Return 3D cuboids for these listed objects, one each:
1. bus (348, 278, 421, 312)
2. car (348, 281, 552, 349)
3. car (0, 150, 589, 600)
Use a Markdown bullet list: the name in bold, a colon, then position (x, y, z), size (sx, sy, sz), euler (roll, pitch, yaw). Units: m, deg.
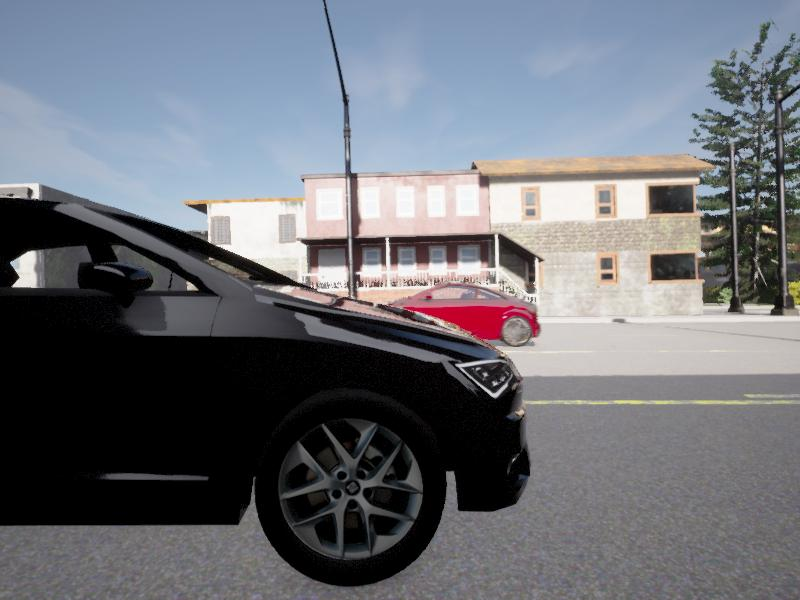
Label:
- **bus**: position (-2.330, -0.522, 54.500), size (3.944, 4.253, 10.273), euler (-2, 0, -43)
- **car**: position (1.018, 0.307, 9.199), size (4.181, 1.385, 1.994), euler (0, 0, 0)
- **car**: position (-1.488, 0.257, 2.199), size (4.193, 1.474, 1.816), euler (0, 0, 0)
